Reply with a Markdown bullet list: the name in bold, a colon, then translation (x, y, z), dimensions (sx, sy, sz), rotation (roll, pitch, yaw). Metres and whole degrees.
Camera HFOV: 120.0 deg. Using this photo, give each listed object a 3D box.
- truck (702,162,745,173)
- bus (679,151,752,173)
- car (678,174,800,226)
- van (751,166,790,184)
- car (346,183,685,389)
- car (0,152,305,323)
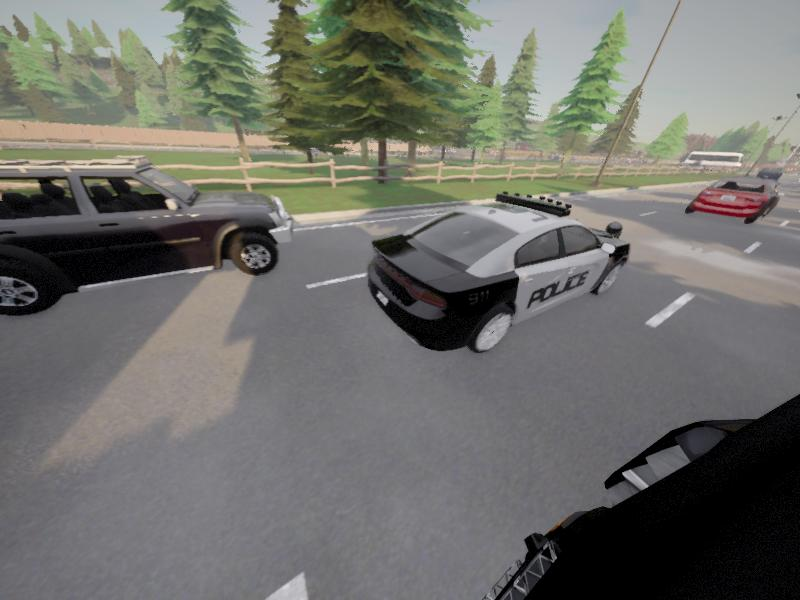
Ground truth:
- **truck**: translation (87.040, -35.793, 62.284), dimensions (2.390, 2.098, 6.274), rotation (-16, 38, -26)
- **bus**: translation (83.319, -36.701, 61.424), dimensions (3.944, 4.253, 10.273), rotation (-16, 38, -26)
- **car**: translation (16.194, -4.930, 11.040), dimensions (4.611, 1.667, 2.242), rotation (-16, 38, -26)
- **van**: translation (51.721, -17.501, 32.284), dimensions (4.442, 1.987, 1.775), rotation (-16, 38, -26)
- **car**: translation (2.022, -0.847, 3.879), dimensions (5.238, 1.638, 1.930), rotation (-16, 38, -26)
- **car**: translation (-4.401, -1.341, 3.930), dimensions (4.605, 1.855, 1.932), rotation (-16, 38, -26)
